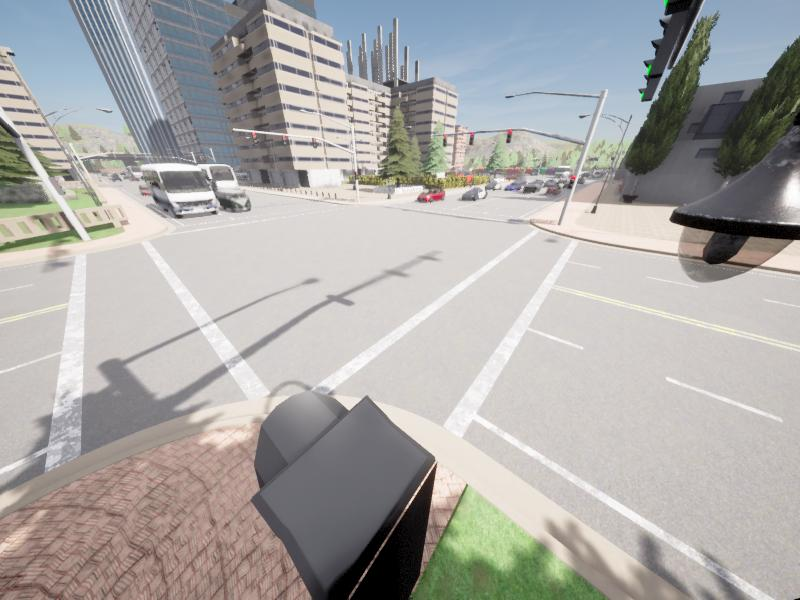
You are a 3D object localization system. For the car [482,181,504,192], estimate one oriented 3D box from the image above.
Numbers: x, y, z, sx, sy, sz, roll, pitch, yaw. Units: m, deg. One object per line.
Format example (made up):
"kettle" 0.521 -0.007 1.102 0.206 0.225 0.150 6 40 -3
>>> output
"car" 17.682 -21.729 44.050 2.038 1.542 4.974 23 37 34

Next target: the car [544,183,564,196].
"car" 25.030 -17.930 37.492 1.789 1.549 3.705 23 37 34

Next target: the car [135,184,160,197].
"car" -39.575 -17.192 36.176 3.988 1.617 1.851 23 37 34

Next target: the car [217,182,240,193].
"car" -31.175 -20.463 41.974 4.193 1.474 1.816 23 37 34

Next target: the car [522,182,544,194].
"car" 23.296 -19.650 40.399 1.930 1.638 5.238 23 37 34

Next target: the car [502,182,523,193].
"car" 20.850 -20.833 42.636 2.007 1.525 4.514 23 37 34

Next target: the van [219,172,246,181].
"van" -54.541 -40.466 75.548 2.351 2.431 6.366 23 37 34

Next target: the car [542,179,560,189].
"car" 33.076 -25.475 50.483 2.033 1.649 4.856 23 37 34

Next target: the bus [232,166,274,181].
"bus" -48.457 -42.037 76.444 3.944 4.253 10.273 23 37 34

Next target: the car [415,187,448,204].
"car" 4.201 -13.723 30.248 2.007 1.525 4.514 24 38 35

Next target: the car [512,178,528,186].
"car" 28.923 -28.445 55.627 2.033 1.649 4.856 23 37 34

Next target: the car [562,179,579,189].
"car" 36.267 -24.629 49.074 2.038 1.542 4.974 23 37 34

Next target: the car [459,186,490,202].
"car" 10.255 -14.559 31.692 2.038 1.542 4.974 23 37 34

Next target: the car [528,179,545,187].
"car" 32.290 -27.640 54.437 2.128 1.511 4.902 23 37 34

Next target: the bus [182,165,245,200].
"bus" -28.686 -18.253 35.371 10.273 4.253 3.944 23 37 34

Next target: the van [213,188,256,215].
"van" -16.909 -10.112 23.532 4.442 1.987 1.775 22 37 33

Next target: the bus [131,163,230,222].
"bus" -21.355 -10.751 22.375 10.273 4.253 3.944 23 37 34
